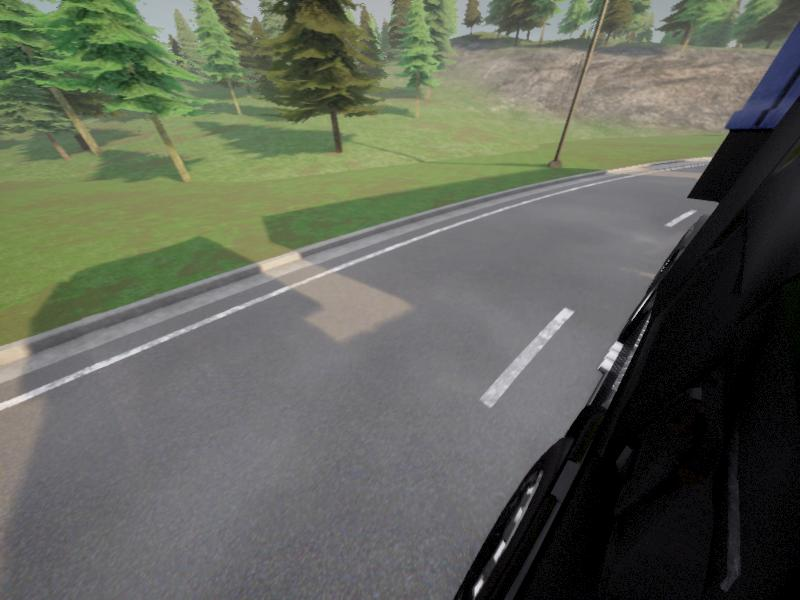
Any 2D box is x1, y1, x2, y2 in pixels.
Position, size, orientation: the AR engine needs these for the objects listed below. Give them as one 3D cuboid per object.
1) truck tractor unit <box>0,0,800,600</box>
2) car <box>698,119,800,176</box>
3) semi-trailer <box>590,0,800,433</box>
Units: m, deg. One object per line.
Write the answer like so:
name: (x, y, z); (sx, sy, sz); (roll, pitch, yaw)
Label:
truck tractor unit: (2.645, -0.295, 0.352); (6.516, 4.208, 3.053); (-28, 44, -30)
car: (16.840, -7.006, 10.494); (4.605, 1.855, 1.932); (-14, 37, -15)
semi-trailer: (9.255, -3.140, 3.605); (14.254, 4.402, 2.717); (-21, 40, -23)
